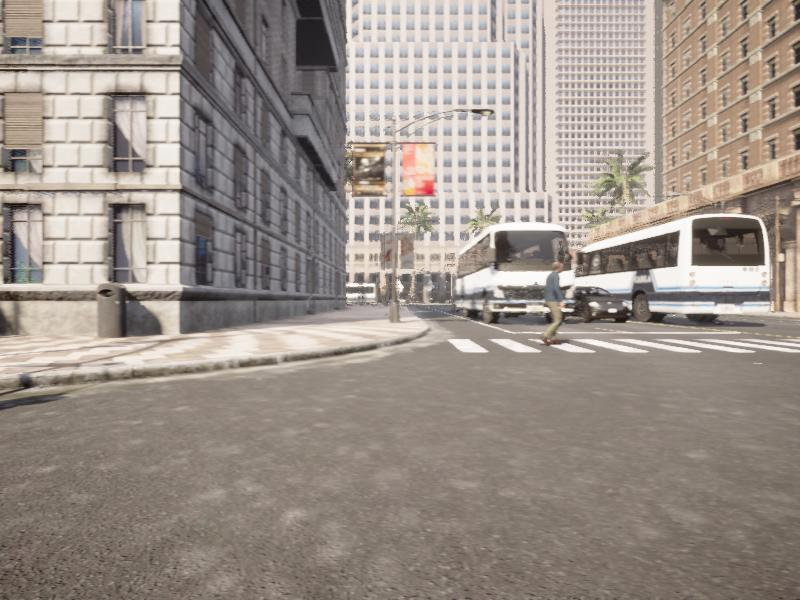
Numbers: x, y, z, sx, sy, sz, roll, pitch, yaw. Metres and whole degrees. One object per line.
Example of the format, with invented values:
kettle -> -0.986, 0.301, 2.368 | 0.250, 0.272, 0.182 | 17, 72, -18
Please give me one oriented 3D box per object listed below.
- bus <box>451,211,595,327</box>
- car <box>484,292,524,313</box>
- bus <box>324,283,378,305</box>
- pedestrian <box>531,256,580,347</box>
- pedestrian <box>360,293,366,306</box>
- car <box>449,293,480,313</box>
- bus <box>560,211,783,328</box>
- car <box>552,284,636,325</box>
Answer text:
bus -> 5.179, -1.134, 19.877 | 3.944, 4.253, 10.273 | 0, 0, 0
car -> 8.546, 0.168, 33.324 | 1.930, 1.638, 5.238 | 0, 0, 0
bus -> -9.749, -1.134, 80.270 | 10.273, 4.253, 3.944 | 0, 0, 0
pedestrian -> 3.313, 0.036, 8.574 | 0.751, 1.860, 0.751 | 0, 0, -1
pedestrian -> -5.302, -0.113, 57.599 | 0.751, 1.860, 0.751 | 0, 0, 9
car -> 5.039, 0.226, 31.654 | 1.845, 1.501, 3.633 | 0, 0, 0
bus -> 11.937, -1.136, 19.693 | 3.944, 4.253, 10.273 | 0, 0, 0
car -> 8.566, 0.185, 18.119 | 1.851, 1.617, 3.988 | 0, 0, 0
